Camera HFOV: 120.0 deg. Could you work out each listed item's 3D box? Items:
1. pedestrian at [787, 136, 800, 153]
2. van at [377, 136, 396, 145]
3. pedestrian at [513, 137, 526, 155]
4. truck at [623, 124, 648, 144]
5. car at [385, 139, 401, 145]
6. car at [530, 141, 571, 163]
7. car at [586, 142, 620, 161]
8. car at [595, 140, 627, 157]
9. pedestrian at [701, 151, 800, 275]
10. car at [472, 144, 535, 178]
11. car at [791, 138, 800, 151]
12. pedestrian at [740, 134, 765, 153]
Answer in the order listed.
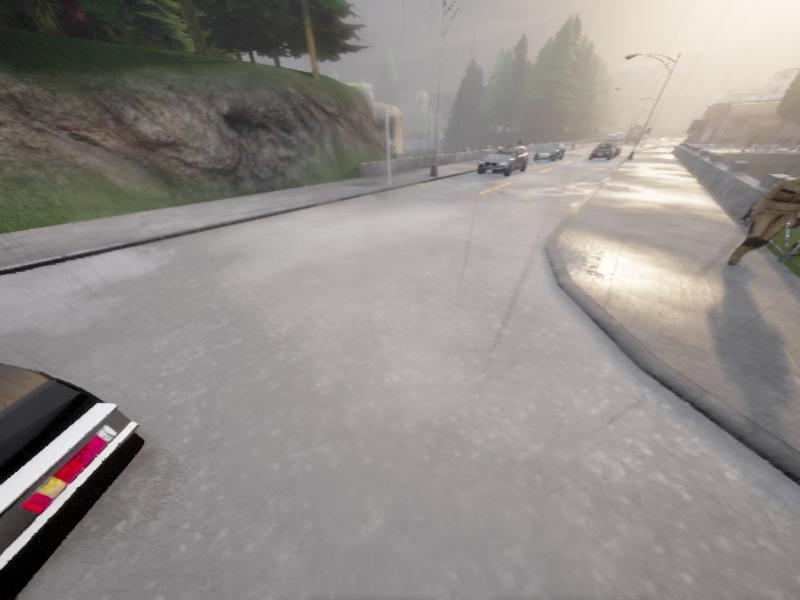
[{"bbox_3d":[46.587,-18.236,26.813,0.751,1.860,0.751,25,43,31],"label":"pedestrian"},{"bbox_3d":[-4.407,-52.579,76.023,2.351,2.431,6.366,27,44,33],"label":"van"},{"bbox_3d":[15.473,-19.994,29.958,0.751,1.860,0.751,-29,44,-34],"label":"pedestrian"},{"bbox_3d":[58.996,-41.501,57.837,2.891,3.827,8.468,27,44,33],"label":"truck"},{"bbox_3d":[-2.242,-50.195,73.304,1.930,1.638,5.238,27,44,33],"label":"car"},{"bbox_3d":[15.496,-15.248,23.689,2.033,1.649,4.856,27,44,33],"label":"car"},{"bbox_3d":[21.144,-15.446,23.982,1.816,1.474,4.193,27,44,33],"label":"car"},{"bbox_3d":[25.523,-18.370,27.959,2.038,1.542,4.974,27,44,33],"label":"car"},{"bbox_3d":[6.623,-1.512,4.095,0.751,1.860,0.751,27,44,33],"label":"pedestrian"},{"bbox_3d":[7.350,-9.870,16.256,2.242,1.667,4.611,27,44,33],"label":"car"},{"bbox_3d":[56.894,-20.678,30.452,5.027,1.651,2.152,26,44,33],"label":"car"},{"bbox_3d":[41.809,-18.603,27.435,0.751,1.860,0.751,27,44,33],"label":"pedestrian"}]
